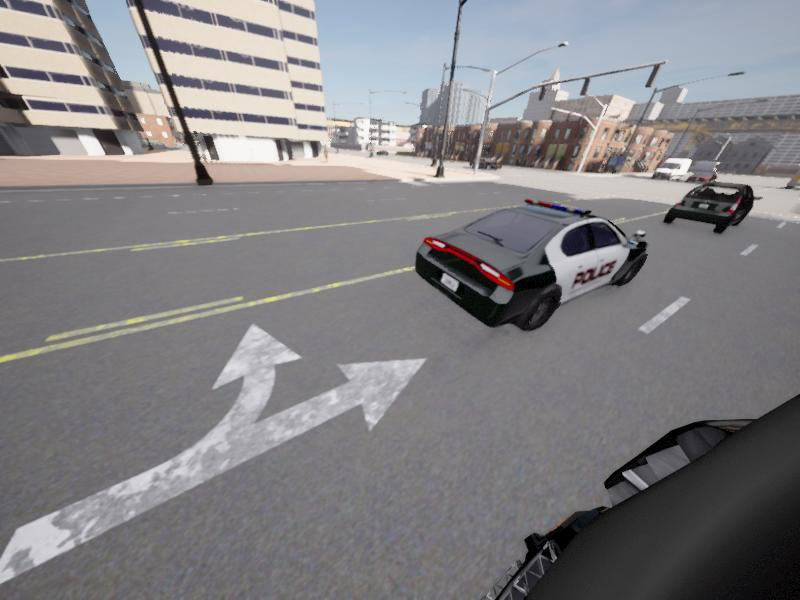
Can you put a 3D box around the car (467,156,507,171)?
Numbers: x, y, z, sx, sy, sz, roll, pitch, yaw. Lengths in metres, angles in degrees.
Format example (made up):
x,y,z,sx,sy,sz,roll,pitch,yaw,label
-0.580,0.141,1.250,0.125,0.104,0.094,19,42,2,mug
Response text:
x,y,z,sx,sy,sz,roll,pitch,yaw,label
12.546,-19.981,33.752,1.930,1.638,5.238,-16,38,-26,car

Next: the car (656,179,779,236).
x,y,z,sx,sy,sz,roll,pitch,yaw,label
13.059,-3.963,9.546,3.988,1.617,1.851,-16,38,-26,car

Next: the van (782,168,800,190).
x,y,z,sx,sy,sz,roll,pitch,yaw,label
50.223,-14.879,28.227,6.366,2.431,2.351,-16,38,-26,van

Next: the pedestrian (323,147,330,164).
x,y,z,sx,sy,sz,roll,pitch,yaw,label
-9.980,-19.642,31.347,0.751,1.860,0.751,-6,34,-13,pedestrian

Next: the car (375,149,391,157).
x,y,z,sx,sy,sz,roll,pitch,yaw,label
-4.739,-40.589,63.764,2.128,1.511,4.902,-16,38,-26,car

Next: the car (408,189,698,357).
x,y,z,sx,sy,sz,roll,pitch,yaw,label
2.847,-1.012,4.343,4.974,1.542,2.038,-15,38,-26,car

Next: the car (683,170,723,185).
x,y,z,sx,sy,sz,roll,pitch,yaw,label
38.498,-15.574,29.334,4.181,1.385,1.994,-16,38,-26,car

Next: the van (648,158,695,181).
x,y,z,sx,sy,sz,roll,pitch,yaw,label
37.509,-18.007,31.882,5.915,2.561,1.988,-16,38,-26,van

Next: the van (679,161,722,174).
x,y,z,sx,sy,sz,roll,pitch,yaw,label
76.272,-33.796,58.818,1.988,2.561,5.915,-11,36,-21,van
